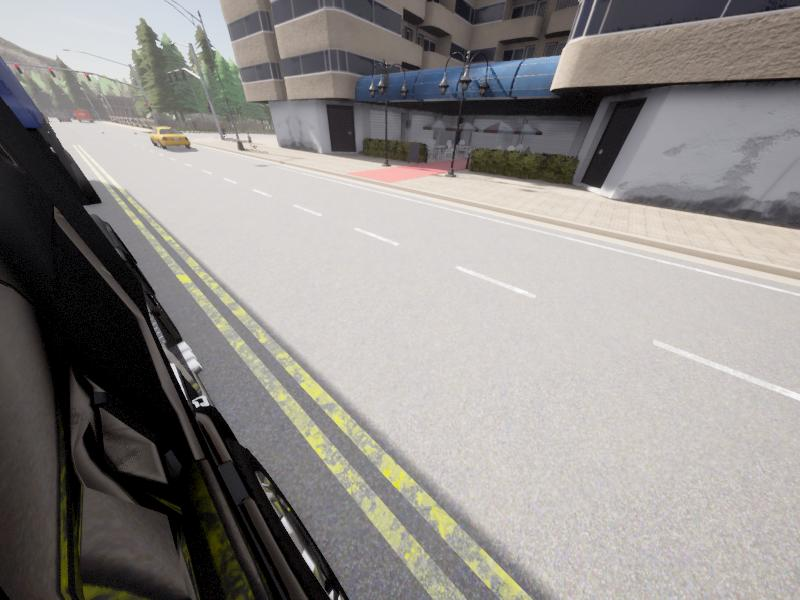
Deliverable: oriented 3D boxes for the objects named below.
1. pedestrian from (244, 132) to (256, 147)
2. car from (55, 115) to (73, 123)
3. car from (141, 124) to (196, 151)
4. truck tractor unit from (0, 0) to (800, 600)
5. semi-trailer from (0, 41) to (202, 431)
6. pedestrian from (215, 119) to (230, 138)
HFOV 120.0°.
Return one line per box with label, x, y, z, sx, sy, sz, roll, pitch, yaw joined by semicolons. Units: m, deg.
pedestrian;-13.645;-14.566;21.015;0.500;1.100;0.500;-9;38;-15
car;-80.933;-43.658;55.665;4.181;1.385;1.994;29;44;30
car;-19.448;-13.656;19.327;5.366;1.575;1.801;28;44;30
truck tractor unit;-2.645;-0.295;0.351;6.516;4.208;3.053;28;44;30
semi-trailer;-8.707;-3.602;4.214;14.254;4.402;2.717;28;44;30
pedestrian;-22.371;-21.575;29.094;0.751;1.860;0.751;-10;39;-16
